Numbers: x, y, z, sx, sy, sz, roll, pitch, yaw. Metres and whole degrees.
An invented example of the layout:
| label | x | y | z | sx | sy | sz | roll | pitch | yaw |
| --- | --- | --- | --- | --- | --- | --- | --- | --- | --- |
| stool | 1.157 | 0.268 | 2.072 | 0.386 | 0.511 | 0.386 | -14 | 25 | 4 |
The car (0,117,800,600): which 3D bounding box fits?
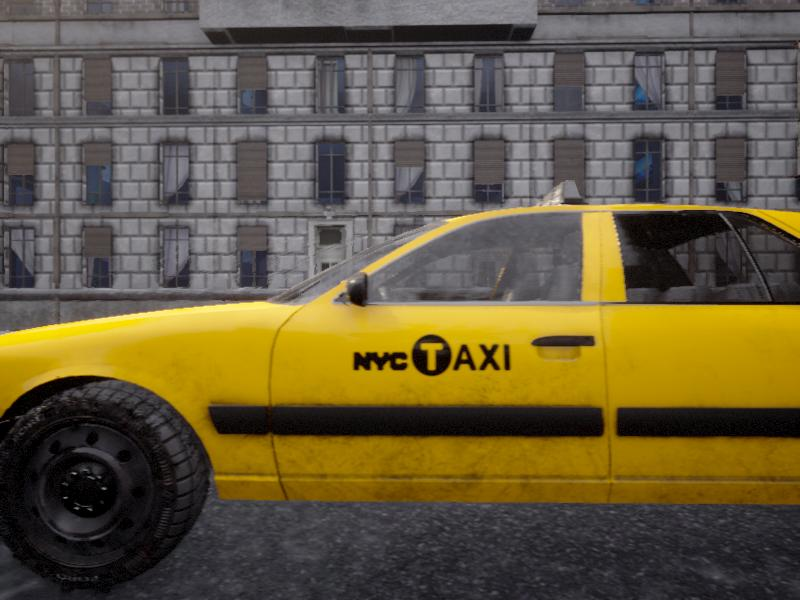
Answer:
| label | x | y | z | sx | sy | sz | roll | pitch | yaw |
| --- | --- | --- | --- | --- | --- | --- | --- | --- | --- |
| car | 0.546 | 0.201 | 2.194 | 5.366 | 1.575 | 1.801 | 0 | 0 | 1 |
